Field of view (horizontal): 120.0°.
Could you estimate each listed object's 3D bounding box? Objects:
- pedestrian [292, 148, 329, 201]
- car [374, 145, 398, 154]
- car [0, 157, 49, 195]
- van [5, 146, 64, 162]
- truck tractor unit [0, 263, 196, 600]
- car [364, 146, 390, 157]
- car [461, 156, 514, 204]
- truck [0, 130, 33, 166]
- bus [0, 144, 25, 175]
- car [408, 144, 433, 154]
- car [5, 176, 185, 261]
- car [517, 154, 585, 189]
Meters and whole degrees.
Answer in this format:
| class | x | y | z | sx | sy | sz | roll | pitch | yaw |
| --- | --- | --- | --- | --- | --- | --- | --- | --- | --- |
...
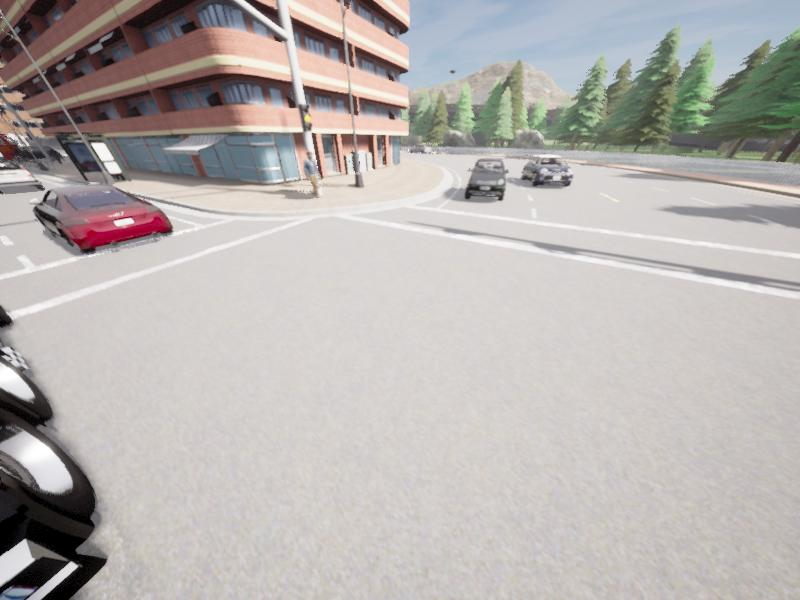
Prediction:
| class | x | y | z | sx | sy | sz | roll | pitch | yaw |
| --- | --- | --- | --- | --- | --- | --- | --- | --- | --- |
| pedestrian | -3.726 | -5.257 | 9.729 | 0.751 | 1.860 | 0.751 | 18 | 39 | 24 |
| car | -2.928 | -31.180 | 47.805 | 4.974 | 1.542 | 2.038 | 25 | 42 | 32 |
| car | -23.427 | -7.415 | 13.675 | 3.988 | 1.617 | 1.851 | 18 | 39 | 25 |
| van | -57.314 | -23.041 | 36.361 | 1.775 | 1.987 | 4.442 | 18 | 39 | 25 |
| truck tractor unit | -5.111 | -0.297 | 0.794 | 6.516 | 4.208 | 3.053 | 18 | 39 | 24 |
| car | -4.130 | -26.545 | 41.114 | 4.514 | 1.525 | 2.007 | 28 | 44 | 35 |
| car | 4.136 | -5.852 | 11.037 | 1.789 | 1.549 | 3.705 | 10 | 36 | 15 |
| truck | -54.329 | -19.930 | 30.203 | 2.891 | 3.827 | 8.468 | -21 | 40 | -26 |
| bus | -39.601 | -13.649 | 20.557 | 10.273 | 4.253 | 3.944 | 17 | 38 | 25 |
| car | 4.087 | -30.367 | 46.422 | 2.242 | 1.667 | 4.611 | -28 | 43 | -34 |
| car | -8.784 | -2.580 | 6.715 | 4.181 | 1.385 | 1.994 | 18 | 39 | 25 |
| car | 8.777 | -7.823 | 13.904 | 1.970 | 1.475 | 3.806 | 5 | 35 | 8 |
